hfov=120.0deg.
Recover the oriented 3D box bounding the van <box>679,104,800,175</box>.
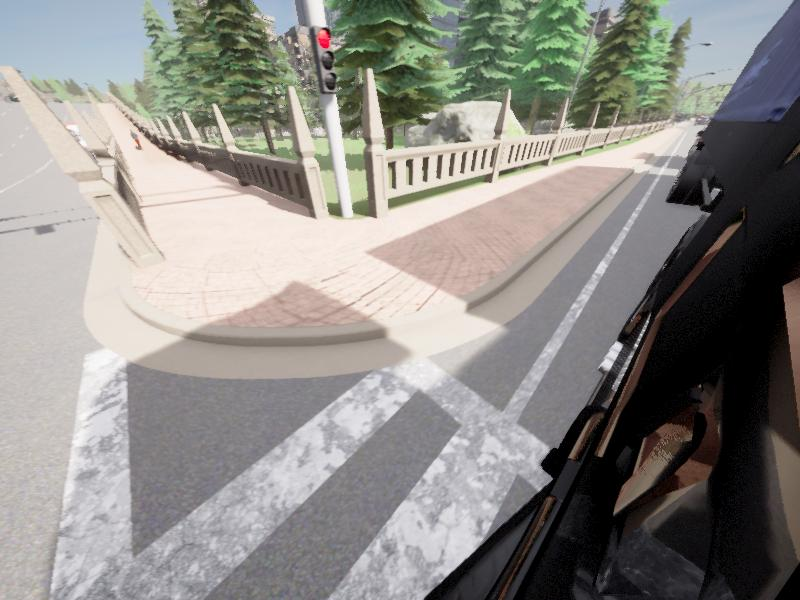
[{"bbox_3d":[17.228,-8.495,12.075,6.366,2.431,2.351,-32,47,-34],"label":"van"}]

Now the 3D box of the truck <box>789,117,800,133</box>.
[{"bbox_3d":[58.330,-24.883,32.420,6.274,2.098,2.390,-32,47,-34],"label":"truck"}]

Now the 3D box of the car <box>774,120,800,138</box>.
[{"bbox_3d":[44.841,-19.281,26.002,5.008,1.535,1.882,-32,47,-34],"label":"car"}]

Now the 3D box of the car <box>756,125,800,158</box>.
[{"bbox_3d":[25.499,-10.264,14.859,4.514,1.525,2.007,-32,47,-34],"label":"car"}]

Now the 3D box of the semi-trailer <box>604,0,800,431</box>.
[{"bbox_3d":[8.379,-3.778,4.556,14.254,4.402,2.717,-32,47,-34],"label":"semi-trailer"}]

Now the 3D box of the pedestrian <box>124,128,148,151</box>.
[{"bbox_3d":[-26.609,-16.181,23.299,0.751,1.860,0.751,-32,47,-33],"label":"pedestrian"}]

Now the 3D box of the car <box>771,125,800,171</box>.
[{"bbox_3d":[20.724,-7.407,11.061,4.553,1.767,2.097,-32,47,-33],"label":"car"}]

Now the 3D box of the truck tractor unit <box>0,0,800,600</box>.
[{"bbox_3d":[2.645,-0.295,0.352,6.516,4.208,3.053,-28,44,-30],"label":"truck tractor unit"}]
